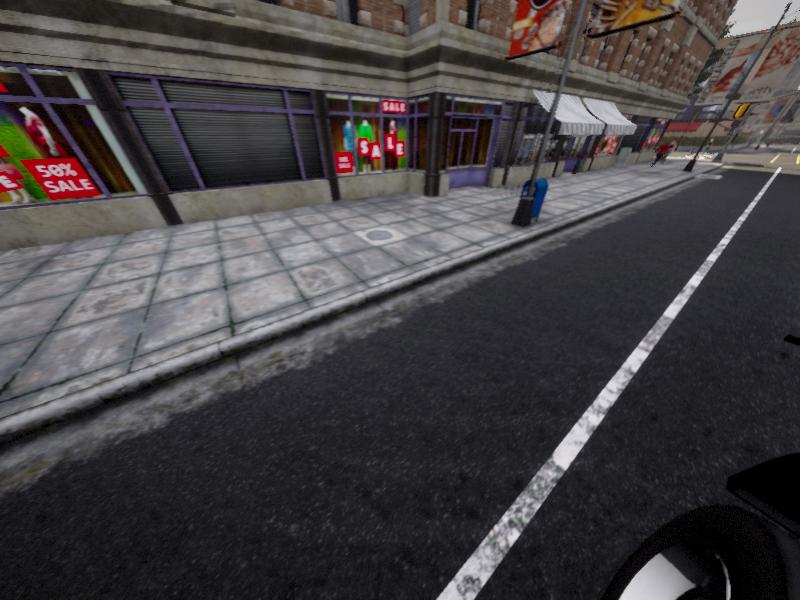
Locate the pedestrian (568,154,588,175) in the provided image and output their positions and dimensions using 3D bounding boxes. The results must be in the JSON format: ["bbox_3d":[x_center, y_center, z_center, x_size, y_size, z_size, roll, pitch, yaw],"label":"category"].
[{"bbox_3d":[11.358,-8.637,14.755,0.500,1.100,0.500,-23,41,-28],"label":"pedestrian"}]

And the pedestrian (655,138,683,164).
[{"bbox_3d":[23.007,-12.735,19.780,0.751,1.860,0.751,-22,41,-28],"label":"pedestrian"}]

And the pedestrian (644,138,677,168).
[{"bbox_3d":[19.731,-11.116,17.522,0.751,1.860,0.751,-17,39,-22],"label":"pedestrian"}]

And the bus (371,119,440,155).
[{"bbox_3d":[0.969,-25.908,36.883,10.273,4.253,3.944,-22,41,-28],"label":"bus"}]

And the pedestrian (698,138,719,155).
[{"bbox_3d":[40.624,-20.208,30.447,0.751,1.860,0.751,-20,40,-25],"label":"pedestrian"}]

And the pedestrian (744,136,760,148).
[{"bbox_3d":[67.869,-30.564,44.570,0.751,1.860,0.751,-17,39,-22],"label":"pedestrian"}]
